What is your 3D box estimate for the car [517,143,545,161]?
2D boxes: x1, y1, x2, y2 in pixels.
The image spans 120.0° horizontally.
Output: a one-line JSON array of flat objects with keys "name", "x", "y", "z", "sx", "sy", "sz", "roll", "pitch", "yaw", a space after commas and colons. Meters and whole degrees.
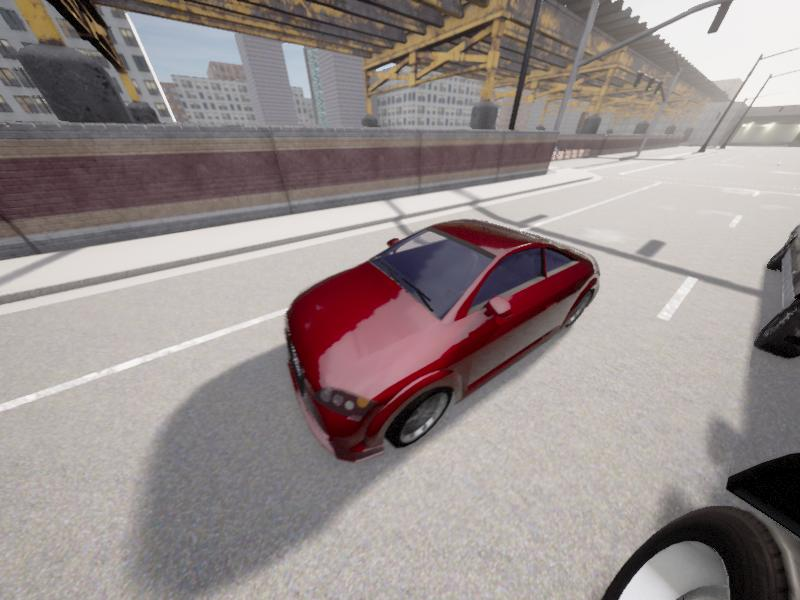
[{"name": "car", "x": 15.307, "y": -17.551, "z": 27.295, "sx": 2.038, "sy": 1.542, "sz": 4.974, "roll": 11, "pitch": 37, "yaw": 15}]

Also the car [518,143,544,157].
[{"name": "car", "x": 15.322, "y": -17.709, "z": 27.245, "sx": 1.853, "sy": 1.218, "sz": 4.536, "roll": 11, "pitch": 37, "yaw": 15}]

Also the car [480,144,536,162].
[{"name": "car", "x": 11.554, "y": -15.997, "z": 25.120, "sx": 4.974, "sy": 1.542, "sz": 2.038, "roll": 5, "pitch": 35, "yaw": 7}]

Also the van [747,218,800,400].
[{"name": "van", "x": 6.832, "y": -0.706, "z": 2.627, "sx": 5.915, "sy": 2.561, "sz": 1.988, "roll": -22, "pitch": 41, "yaw": -29}]

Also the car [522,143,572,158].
[{"name": "car", "x": 19.228, "y": -19.726, "z": 30.348, "sx": 4.974, "sy": 1.542, "sz": 2.038, "roll": -4, "pitch": 35, "yaw": -5}]

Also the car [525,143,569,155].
[{"name": "car", "x": 19.176, "y": -19.851, "z": 30.252, "sx": 4.536, "sy": 1.218, "sz": 1.853, "roll": -4, "pitch": 35, "yaw": -5}]

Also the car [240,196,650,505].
[{"name": "car", "x": 0.704, "y": -0.161, "z": 2.940, "sx": 4.181, "sy": 1.385, "sz": 1.994, "roll": -20, "pitch": 40, "yaw": -26}]
